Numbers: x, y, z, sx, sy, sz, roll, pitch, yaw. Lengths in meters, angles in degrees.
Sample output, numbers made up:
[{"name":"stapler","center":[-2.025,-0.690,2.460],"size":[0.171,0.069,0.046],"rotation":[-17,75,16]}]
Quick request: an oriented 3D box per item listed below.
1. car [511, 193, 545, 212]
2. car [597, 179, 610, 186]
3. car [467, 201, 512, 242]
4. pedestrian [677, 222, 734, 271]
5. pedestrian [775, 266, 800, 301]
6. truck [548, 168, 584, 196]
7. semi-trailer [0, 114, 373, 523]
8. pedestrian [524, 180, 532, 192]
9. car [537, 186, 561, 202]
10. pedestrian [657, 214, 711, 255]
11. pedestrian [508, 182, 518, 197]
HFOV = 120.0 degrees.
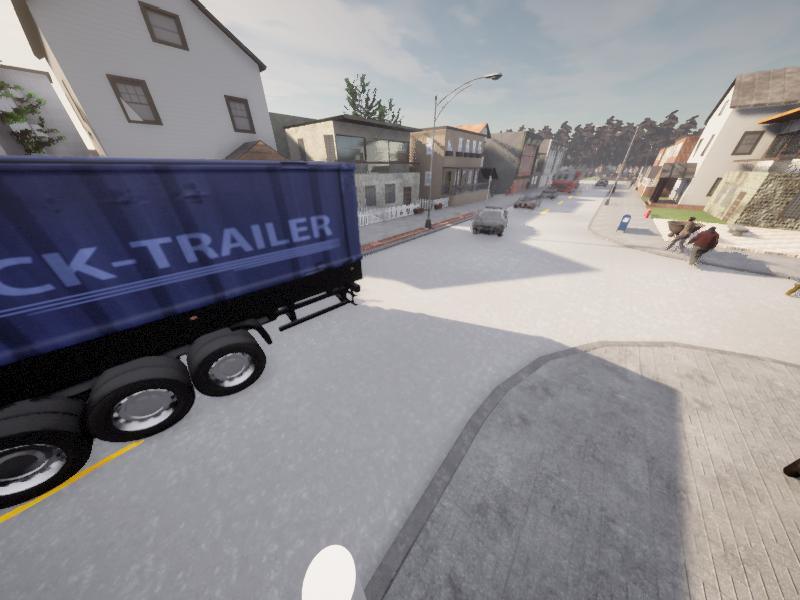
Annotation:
[{"name":"car","center":[13.937,-10.640,25.068],"size":[1.994,1.385,4.181],"rotation":[23,37,34]},{"name":"car","center":[50.640,-29.373,57.513],"size":[1.994,1.385,4.181],"rotation":[23,37,34]},{"name":"car","center":[6.399,-5.669,16.183],"size":[1.930,1.638,5.238],"rotation":[14,33,23]},{"name":"pedestrian","center":[13.380,-2.372,10.205],"size":[0.751,1.860,0.751],"rotation":[23,37,34]},{"name":"pedestrian","center":[13.785,-0.568,7.840],"size":[0.500,1.100,0.500],"rotation":[8,31,13]},{"name":"truck","center":[28.434,-20.332,39.398],"size":[2.891,3.827,8.468],"rotation":[23,37,34]},{"name":"semi-trailer","center":[-6.838,0.842,2.128],"size":[14.254,4.402,2.717],"rotation":[-26,39,-37]},{"name":"pedestrian","center":[22.226,-19.828,40.232],"size":[0.751,1.860,0.751],"rotation":[17,34,27]},{"name":"car","center":[20.597,-14.679,31.882],"size":[1.789,1.549,3.705],"rotation":[23,37,34]},{"name":"pedestrian","center":[14.076,-3.258,11.515],"size":[0.751,1.860,0.751],"rotation":[1,30,2]},{"name":"pedestrian","center":[16.767,-16.433,34.351],"size":[0.751,1.860,0.751],"rotation":[-26,39,-37]}]
